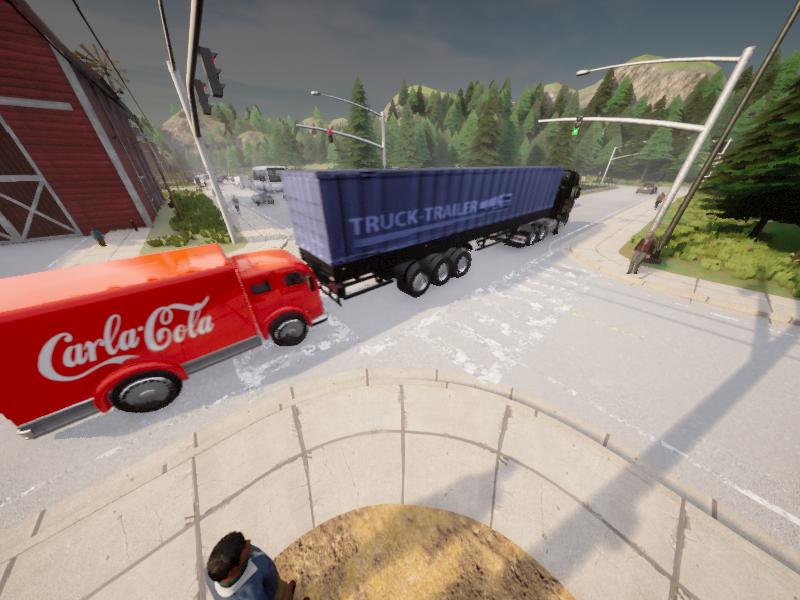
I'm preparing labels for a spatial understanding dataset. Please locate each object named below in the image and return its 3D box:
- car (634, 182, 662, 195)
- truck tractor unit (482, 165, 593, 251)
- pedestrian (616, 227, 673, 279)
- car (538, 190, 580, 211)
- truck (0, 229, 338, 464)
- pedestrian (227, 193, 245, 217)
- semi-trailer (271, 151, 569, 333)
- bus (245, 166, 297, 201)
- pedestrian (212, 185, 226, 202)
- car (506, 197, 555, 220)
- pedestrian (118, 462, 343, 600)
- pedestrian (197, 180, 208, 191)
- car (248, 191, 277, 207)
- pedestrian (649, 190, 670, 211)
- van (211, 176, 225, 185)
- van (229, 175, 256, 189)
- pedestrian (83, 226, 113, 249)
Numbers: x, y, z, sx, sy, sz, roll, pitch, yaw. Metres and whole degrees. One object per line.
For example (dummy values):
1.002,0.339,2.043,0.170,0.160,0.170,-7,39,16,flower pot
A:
43.758,-19.712,40.766,4.611,1.667,2.242,-22,36,-33,car
8.835,-6.281,14.956,6.516,4.208,3.053,-24,37,-34,truck tractor unit
9.953,-1.928,9.473,0.751,1.860,0.751,-10,31,-17,pedestrian
18.289,-11.520,26.578,4.611,1.667,2.242,-23,37,-34,car
-4.604,0.227,5.432,5.204,2.467,2.627,-23,37,-34,truck
-15.113,-8.761,21.309,0.751,1.860,0.751,-26,39,-37,pedestrian
2.827,-3.784,10.455,14.254,4.402,2.717,-23,37,-34,semi-trailer
-20.286,-18.431,36.021,3.944,4.253,10.273,-22,37,-33,bus
-23.773,-13.973,30.337,0.751,1.860,0.751,-23,37,-34,pedestrian
12.880,-9.094,22.653,5.357,1.411,2.033,-23,37,-34,car
-1.134,2.401,1.930,0.751,1.860,0.751,16,34,26,pedestrian
-37.612,-21.815,43.919,0.751,1.860,0.751,6,31,10,pedestrian
-17.277,-12.700,28.977,1.994,1.385,4.181,-22,37,-33,car
26.570,-10.156,23.671,0.751,1.860,0.751,-22,37,-33,pedestrian
-48.948,-32.187,62.063,2.069,2.038,4.480,-22,37,-33,van
-35.201,-26.310,51.490,6.366,2.431,2.351,22,36,33,van
-16.228,-3.362,12.426,0.500,1.100,0.500,16,34,25,pedestrian
